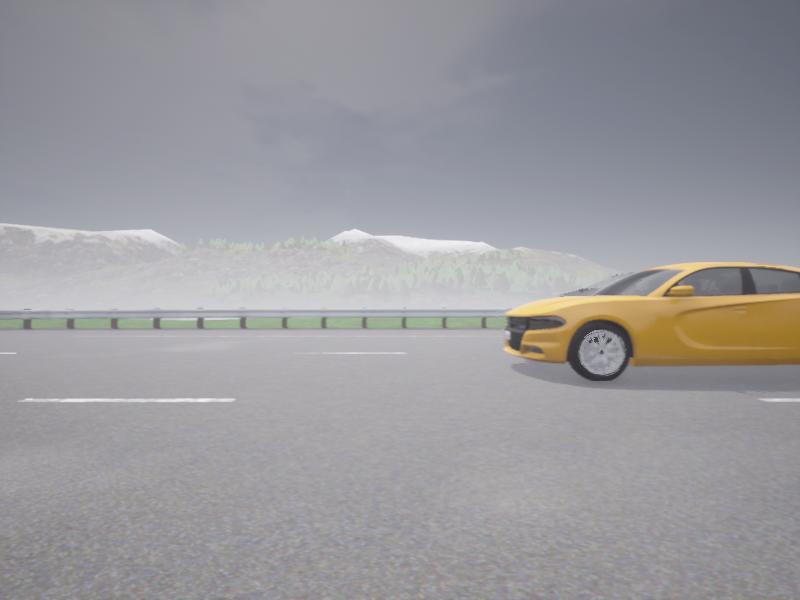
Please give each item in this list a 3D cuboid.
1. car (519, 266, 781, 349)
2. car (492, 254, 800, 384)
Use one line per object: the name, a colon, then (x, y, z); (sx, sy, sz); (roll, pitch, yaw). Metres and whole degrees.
car: (5.371, 0.153, 9.187); (4.611, 1.667, 2.242); (0, 0, 0)
car: (4.029, 0.220, 5.690); (5.008, 1.535, 1.882); (0, 0, 0)
